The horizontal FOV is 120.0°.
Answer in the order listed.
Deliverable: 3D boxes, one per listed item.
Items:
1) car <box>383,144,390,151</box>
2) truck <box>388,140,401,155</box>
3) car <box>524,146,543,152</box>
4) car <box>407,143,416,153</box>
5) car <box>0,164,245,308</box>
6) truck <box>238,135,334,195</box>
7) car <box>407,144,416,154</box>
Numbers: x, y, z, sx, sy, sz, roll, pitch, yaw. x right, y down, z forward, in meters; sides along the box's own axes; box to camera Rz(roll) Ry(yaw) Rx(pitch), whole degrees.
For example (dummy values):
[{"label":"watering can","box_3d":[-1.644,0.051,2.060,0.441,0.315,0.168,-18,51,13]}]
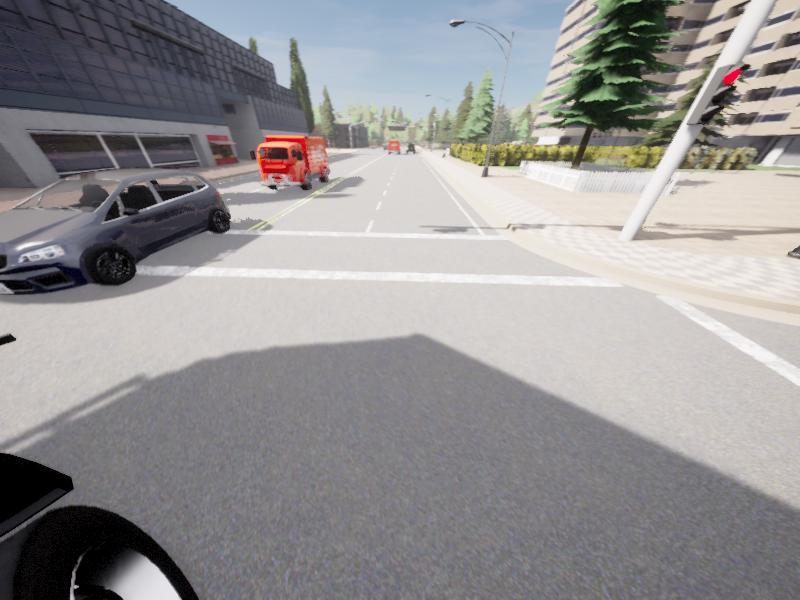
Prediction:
[{"label":"car","box_3d":[-3.875,-44.389,67.276,1.816,1.474,4.193,2,34,1]},{"label":"truck","box_3d":[-1.082,-32.086,48.555,2.627,2.467,5.204,1,34,1]},{"label":"car","box_3d":[42.533,-48.203,73.770,4.611,1.667,2.242,2,34,1]},{"label":"car","box_3d":[2.822,-39.109,59.242,2.150,2.045,5.566,2,34,1]},{"label":"car","box_3d":[-6.234,-1.891,5.197,2.242,1.667,4.611,1,34,1]},{"label":"truck","box_3d":[-5.954,-7.918,13.258,2.627,2.467,5.204,2,35,1]},{"label":"car","box_3d":[2.556,-34.320,52.396,1.905,1.878,3.866,2,35,1]}]
